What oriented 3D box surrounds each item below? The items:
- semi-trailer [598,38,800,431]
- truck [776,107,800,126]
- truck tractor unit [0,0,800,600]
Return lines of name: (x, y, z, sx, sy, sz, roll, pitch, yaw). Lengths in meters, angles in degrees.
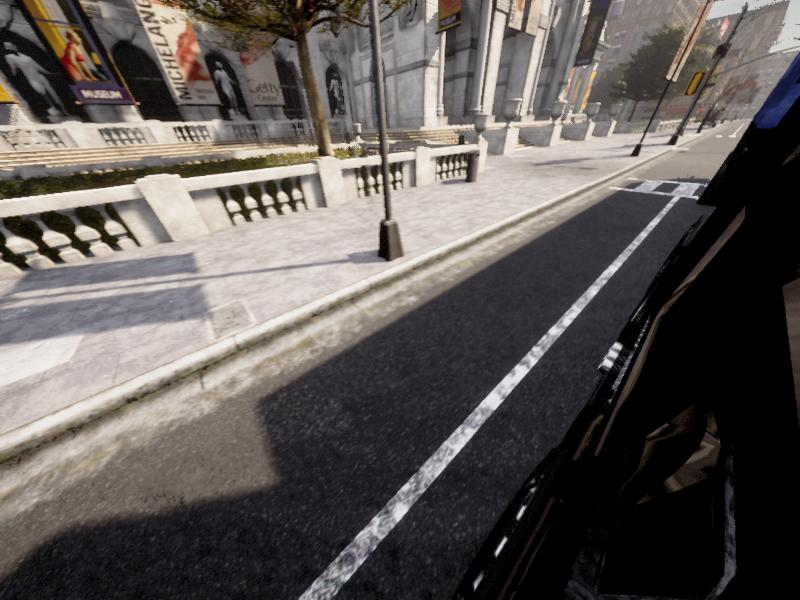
semi-trailer: (8.694, -3.602, 4.240, 14.254, 4.402, 2.717, -28, 43, -30)
truck: (66.323, -30.716, 38.574, 5.204, 2.467, 2.627, -28, 43, -30)
truck tractor unit: (2.645, -0.295, 0.351, 6.516, 4.208, 3.053, -28, 44, -30)
